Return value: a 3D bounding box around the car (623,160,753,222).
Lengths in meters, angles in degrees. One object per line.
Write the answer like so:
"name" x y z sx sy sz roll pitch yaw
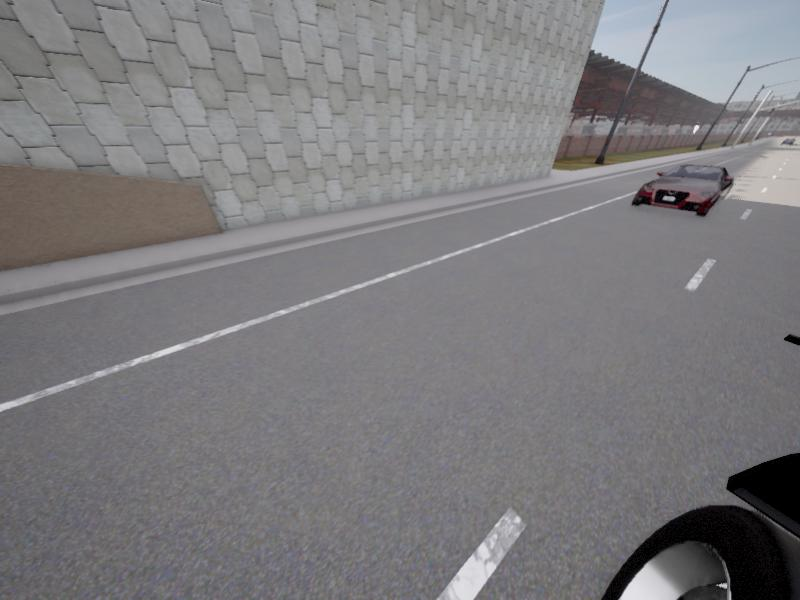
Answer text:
"car" 10.712 -4.233 8.613 4.181 1.385 1.994 -22 41 -28
